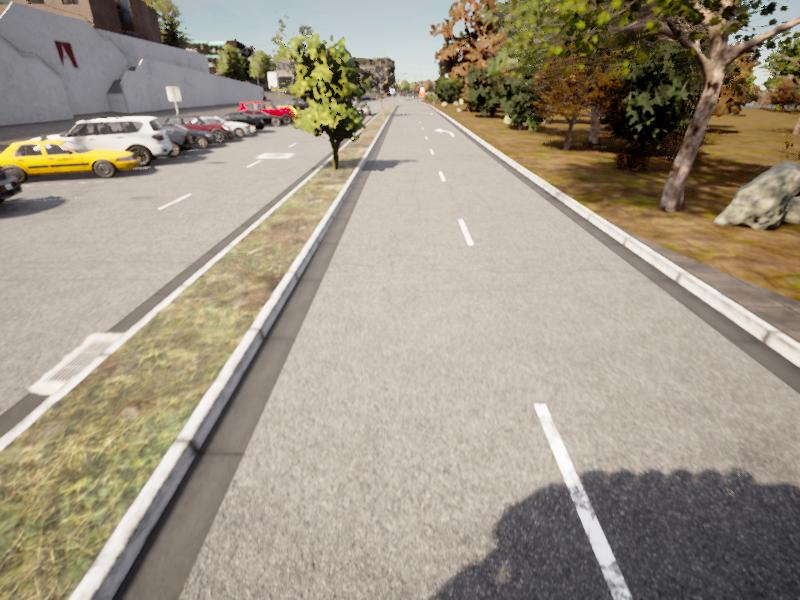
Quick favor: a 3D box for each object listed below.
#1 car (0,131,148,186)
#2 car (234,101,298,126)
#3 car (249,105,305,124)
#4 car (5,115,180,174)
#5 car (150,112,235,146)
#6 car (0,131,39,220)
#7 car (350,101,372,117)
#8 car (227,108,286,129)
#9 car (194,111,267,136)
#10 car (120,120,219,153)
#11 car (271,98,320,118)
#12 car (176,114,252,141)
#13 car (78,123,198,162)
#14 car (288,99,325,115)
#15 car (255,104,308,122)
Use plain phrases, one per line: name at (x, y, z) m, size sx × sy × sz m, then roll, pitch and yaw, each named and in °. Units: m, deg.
car at (-13.441, -5.650, 15.857) m, size 5.366 × 1.575 × 1.946 m, roll -10°, pitch 29°, yaw -17°
car at (-13.198, -18.501, 39.571) m, size 5.566 × 2.045 × 2.435 m, roll -10°, pitch 29°, yaw -16°
car at (-12.999, -19.717, 42.378) m, size 5.366 × 1.575 × 1.946 m, roll -10°, pitch 29°, yaw -16°
car at (-13.599, -7.227, 18.339) m, size 5.566 × 2.045 × 2.435 m, roll -10°, pitch 29°, yaw -17°
car at (-13.470, -11.322, 26.367) m, size 4.553 × 1.767 × 2.185 m, roll -10°, pitch 29°, yaw -16°
car at (-13.679, -3.072, 10.377) m, size 5.566 × 2.045 × 2.435 m, roll -10°, pitch 28°, yaw -17°
car at (-4.949, -24.674, 51.590) m, size 2.242 × 1.667 × 4.611 m, roll 0°, pitch 28°, yaw 1°
car at (-13.236, -16.841, 37.052) m, size 4.792 × 1.488 × 2.163 m, roll -10°, pitch 29°, yaw -16°
car at (-13.343, -14.034, 31.731) m, size 5.008 × 1.535 × 2.097 m, roll -10°, pitch 30°, yaw -16°
car at (-13.484, -9.774, 23.805) m, size 4.674 × 1.452 × 2.002 m, roll -10°, pitch 29°, yaw -17°
car at (-13.071, -24.112, 50.144) m, size 5.566 × 2.045 × 2.435 m, roll -10°, pitch 29°, yaw -16°
car at (-13.397, -12.588, 29.102) m, size 4.674 × 1.452 × 2.002 m, roll -10°, pitch 29°, yaw -16°
car at (-13.552, -8.374, 21.124) m, size 4.792 × 1.488 × 2.163 m, roll -10°, pitch 29°, yaw -17°
car at (-12.926, -26.812, 55.531) m, size 4.553 × 1.767 × 2.185 m, roll -10°, pitch 29°, yaw -17°
car at (-13.305, -21.059, 44.916) m, size 5.366 × 1.575 × 1.946 m, roll -10°, pitch 30°, yaw -16°
